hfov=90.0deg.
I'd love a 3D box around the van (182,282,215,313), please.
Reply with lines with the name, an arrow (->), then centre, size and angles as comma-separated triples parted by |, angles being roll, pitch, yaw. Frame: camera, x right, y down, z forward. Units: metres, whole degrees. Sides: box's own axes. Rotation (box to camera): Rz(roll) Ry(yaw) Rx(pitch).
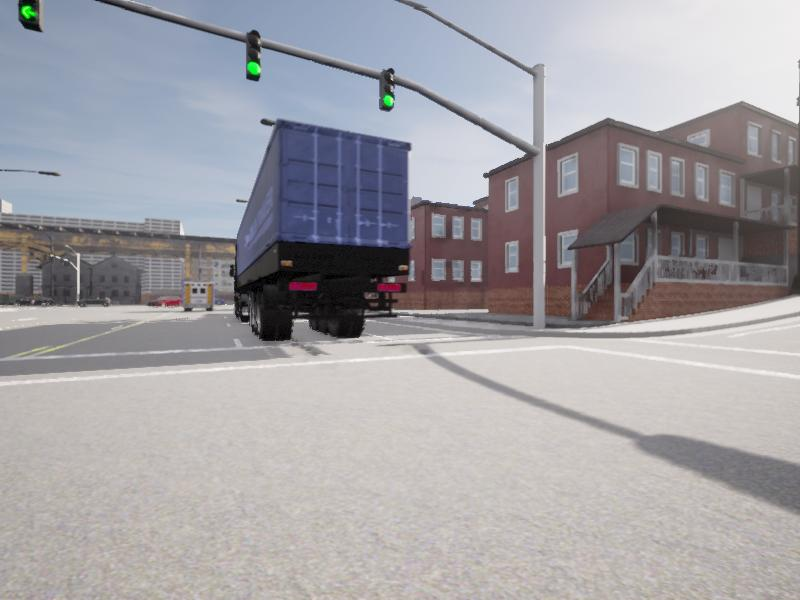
van -> -17.444, -0.227, 34.898 | 2.351, 2.431, 6.366 | 0, 0, -25

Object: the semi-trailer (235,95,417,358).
semi-trailer -> -3.876, -1.219, 13.740 | 2.717, 4.402, 14.254 | 0, 0, -25

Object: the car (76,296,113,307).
car -> -41.218, 0.201, 54.101 | 3.705, 1.549, 1.789 | 0, 0, -25

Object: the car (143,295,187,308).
car -> -28.665, 0.214, 48.985 | 1.882, 1.535, 5.008 | 0, 0, 8

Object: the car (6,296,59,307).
car -> -49.596, 0.227, 54.107 | 4.892, 1.490, 1.837 | 0, 0, -25

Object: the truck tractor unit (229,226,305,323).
truck tractor unit -> -7.179, -1.122, 20.932 | 3.053, 4.208, 6.516 | 0, 0, -25
